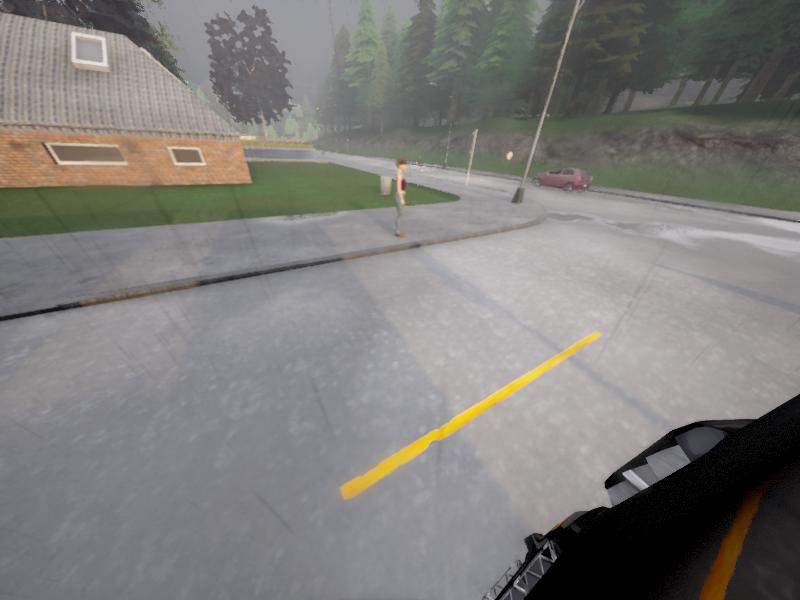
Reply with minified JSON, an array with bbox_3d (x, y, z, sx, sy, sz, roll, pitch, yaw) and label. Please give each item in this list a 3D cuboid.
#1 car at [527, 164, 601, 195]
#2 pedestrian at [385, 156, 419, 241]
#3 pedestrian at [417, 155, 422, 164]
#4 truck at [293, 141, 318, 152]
[{"bbox_3d":[11.602,-8.778,16.668,1.845,1.501,3.633,-13,37,-23],"label":"car"},{"bbox_3d":[0.035,-2.556,5.887,0.751,1.860,0.751,4,34,2],"label":"pedestrian"},{"bbox_3d":[2.987,-21.379,35.103,0.500,1.100,0.500,-16,38,-27],"label":"pedestrian"},{"bbox_3d":[-24.554,-40.050,60.371,2.390,2.098,6.274,15,36,18],"label":"truck"}]
